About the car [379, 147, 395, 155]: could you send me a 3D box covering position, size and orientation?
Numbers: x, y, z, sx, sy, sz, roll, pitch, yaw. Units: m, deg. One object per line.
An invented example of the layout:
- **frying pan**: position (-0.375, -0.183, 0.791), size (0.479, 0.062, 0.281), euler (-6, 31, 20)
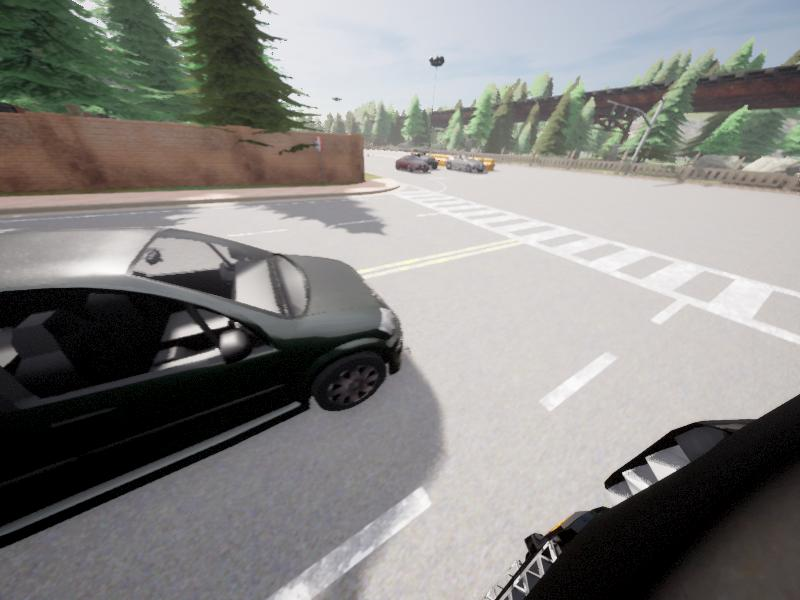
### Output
- **car**: position (-3.373, -38.157, 59.252), size (2.038, 1.542, 4.974), euler (-16, 38, -26)

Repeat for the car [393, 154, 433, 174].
- **car**: position (1.204, -13.838, 23.436), size (1.994, 1.385, 4.181), euler (-16, 38, -26)

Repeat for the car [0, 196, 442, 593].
- **car**: position (-1.919, 0.294, 1.881), size (3.988, 1.617, 1.851), euler (-16, 38, -26)

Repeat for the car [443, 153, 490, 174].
- **car**: position (7.379, -15.566, 26.257), size (2.152, 1.651, 5.027), euler (-16, 38, -26)

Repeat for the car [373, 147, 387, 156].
- **car**: position (-4.839, -35.686, 55.506), size (1.970, 1.475, 3.806), euler (-16, 38, -26)

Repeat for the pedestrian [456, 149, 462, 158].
- **pedestrian**: position (14.260, -35.295, 55.708), size (0.751, 1.860, 0.751), euler (-15, 38, -24)

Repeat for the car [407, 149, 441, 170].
- **car**: position (2.744, -16.435, 26.960), size (1.905, 1.878, 3.866), euler (-16, 38, -26)

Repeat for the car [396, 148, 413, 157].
- **car**: position (1.092, -37.551, 58.728), size (1.837, 1.490, 4.892), euler (-16, 38, -26)
